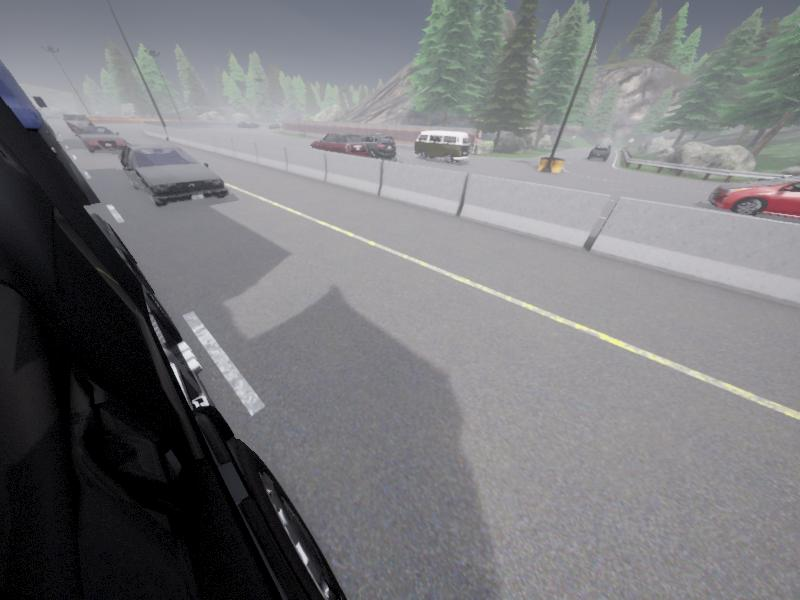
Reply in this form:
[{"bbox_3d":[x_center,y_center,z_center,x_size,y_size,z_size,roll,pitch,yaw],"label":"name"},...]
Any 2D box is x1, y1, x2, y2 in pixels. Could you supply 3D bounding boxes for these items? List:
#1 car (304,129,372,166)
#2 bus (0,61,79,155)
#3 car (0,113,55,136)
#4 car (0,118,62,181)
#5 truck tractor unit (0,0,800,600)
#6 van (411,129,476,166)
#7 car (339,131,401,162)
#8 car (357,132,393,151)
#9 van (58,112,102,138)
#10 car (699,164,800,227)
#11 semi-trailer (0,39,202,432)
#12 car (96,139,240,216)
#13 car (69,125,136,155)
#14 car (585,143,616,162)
[{"bbox_3d":[-4.393,-10.872,16.338,4.553,1.767,2.097,28,44,29],"label":"car"},{"bbox_3d":[-26.637,-12.867,15.423,10.273,4.253,3.944,29,44,29],"label":"bus"},{"bbox_3d":[-37.620,-17.835,23.457,4.611,1.667,2.242,31,45,32],"label":"car"},{"bbox_3d":[-16.090,-6.148,9.275,4.553,1.767,2.097,28,44,29],"label":"car"},{"bbox_3d":[-2.645,-0.295,0.351,6.516,4.208,3.053,28,44,30],"label":"truck tractor unit"},{"bbox_3d":[3.343,-12.327,18.595,4.480,2.038,2.069,28,44,29],"label":"van"},{"bbox_3d":[-2.462,-12.527,18.774,4.611,1.667,2.242,28,44,29],"label":"car"},{"bbox_3d":[-2.863,-18.125,26.355,3.806,1.475,1.970,28,44,29],"label":"car"},{"bbox_3d":[-32.681,-17.892,23.605,4.442,1.987,1.775,29,44,31],"label":"van"},{"bbox_3d":[14.385,-3.525,8.055,4.514,1.525,2.007,28,44,29],"label":"car"},{"bbox_3d":[-8.723,-3.602,4.184,14.254,4.402,2.717,28,44,29],"label":"semi-trailer"},{"bbox_3d":[-7.909,-4.380,7.796,5.357,1.411,2.033,28,44,29],"label":"car"},{"bbox_3d":[-20.051,-10.817,15.560,4.181,1.385,1.994,28,44,30],"label":"car"},{"bbox_3d":[23.665,-17.428,27.187,2.128,1.511,4.902,27,43,29],"label":"car"}]
